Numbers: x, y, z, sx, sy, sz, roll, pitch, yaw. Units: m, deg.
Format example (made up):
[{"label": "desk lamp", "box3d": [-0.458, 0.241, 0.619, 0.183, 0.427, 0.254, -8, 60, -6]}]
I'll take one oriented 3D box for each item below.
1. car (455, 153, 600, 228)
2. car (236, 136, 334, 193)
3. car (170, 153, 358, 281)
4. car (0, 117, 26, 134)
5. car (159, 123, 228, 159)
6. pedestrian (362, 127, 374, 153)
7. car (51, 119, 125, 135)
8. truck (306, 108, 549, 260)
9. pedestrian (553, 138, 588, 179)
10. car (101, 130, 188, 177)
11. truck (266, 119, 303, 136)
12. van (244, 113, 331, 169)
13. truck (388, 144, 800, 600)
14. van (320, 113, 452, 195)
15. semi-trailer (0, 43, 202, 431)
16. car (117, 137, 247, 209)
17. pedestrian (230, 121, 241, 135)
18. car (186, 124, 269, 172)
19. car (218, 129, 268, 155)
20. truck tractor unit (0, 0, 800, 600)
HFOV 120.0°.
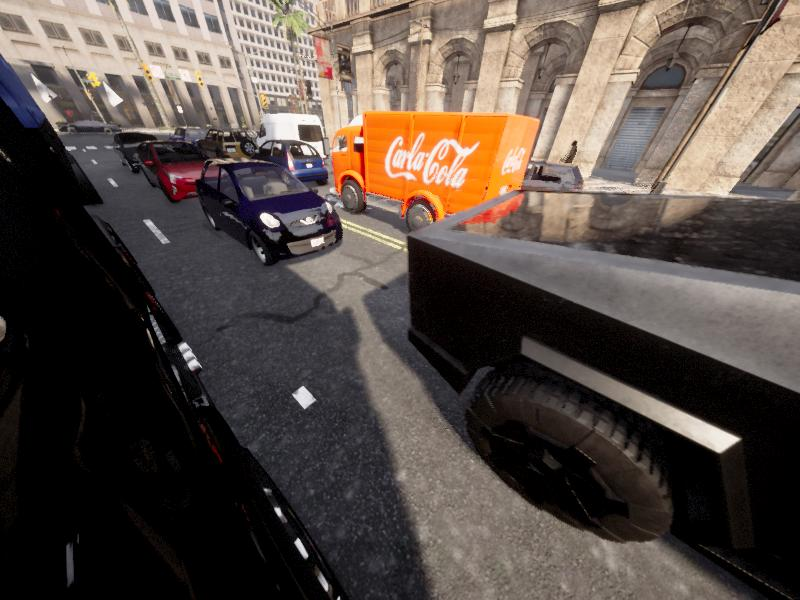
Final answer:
[{"label": "car", "box3d": [4.041, -3.860, 7.777, 3.633, 1.501, 1.845, 28, 44, 30]}, {"label": "car", "box3d": [-4.975, -5.993, 9.992, 3.988, 1.617, 1.851, 28, 44, 30]}, {"label": "car", "box3d": [-2.880, -2.077, 4.958, 3.633, 1.501, 1.845, 28, 44, 30]}, {"label": "car", "box3d": [-43.368, -18.300, 24.199, 1.994, 1.385, 4.181, 28, 44, 30]}, {"label": "car", "box3d": [-14.382, -11.117, 16.084, 4.553, 1.767, 2.097, 28, 44, 30]}, {"label": "pedestrian", "box3d": [-2.924, -14.771, 21.337, 0.751, 1.860, 0.751, 29, 44, 30]}, {"label": "car", "box3d": [-38.603, -21.510, 28.765, 2.033, 1.411, 5.357, 28, 44, 30]}, {"label": "truck", "box3d": [0.354, -3.475, 6.245, 5.204, 2.467, 2.627, 28, 44, 30]}, {"label": "pedestrian", "box3d": [9.462, -7.862, 12.894, 0.751, 1.860, 0.751, -29, 47, -35]}, {"label": "car", "box3d": [-12.745, -7.408, 11.484, 4.892, 1.490, 1.837, 29, 44, 30]}, {"label": "truck", "box3d": [-22.065, -33.046, 44.314, 2.627, 2.467, 5.204, 28, 44, 30]}, {"label": "van", "box3d": [-7.281, -10.371, 14.916, 5.915, 2.561, 1.988, 28, 44, 30]}, {"label": "truck", "box3d": [3.090, 0.890, 0.902, 6.274, 2.098, 2.390, 28, 44, 30]}, {"label": "van", "box3d": [-0.888, -6.925, 10.716, 5.915, 2.561, 1.988, 28, 44, 30]}, {"label": "semi-trailer", "box3d": [-8.694, -3.610, 4.227, 14.254, 4.402, 2.717, 28, 44, 30]}, {"label": "car", "box3d": [-7.659, -4.659, 8.108, 4.514, 1.525, 2.007, 28, 44, 30]}, {"label": "pedestrian", "box3d": [-27.610, -28.754, 38.705, 0.751, 1.860, 0.751, 31, 45, 33]}, {"label": "car", "box3d": [-9.751, -8.677, 13.047, 4.605, 1.855, 1.932, 28, 44, 30]}, {"label": "car", "box3d": [-12.779, -12.899, 18.785, 3.633, 1.501, 1.845, 29, 44, 30]}, {"label": "truck tractor unit", "box3d": [-2.645, -0.295, 0.351, 6.516, 4.208, 3.053, 28, 44, 30]}]
